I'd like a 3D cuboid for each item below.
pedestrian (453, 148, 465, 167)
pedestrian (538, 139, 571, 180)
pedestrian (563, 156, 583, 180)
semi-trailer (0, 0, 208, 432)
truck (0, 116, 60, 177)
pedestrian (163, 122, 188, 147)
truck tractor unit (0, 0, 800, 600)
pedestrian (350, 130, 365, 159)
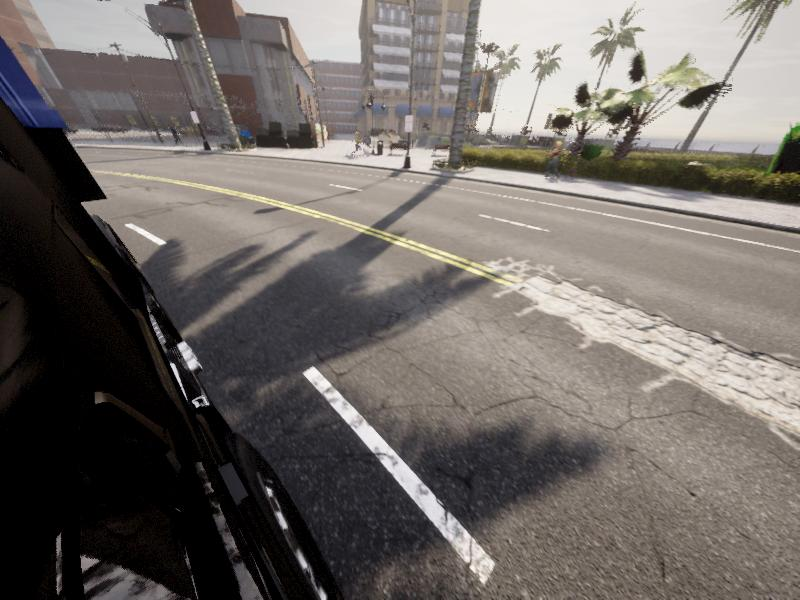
[{"bbox_3d":[4.201,-10.221,16.531,0.500,1.100,0.500,20,40,22],"label":"pedestrian"},{"bbox_3d":[8.573,-7.836,12.879,0.751,1.860,0.751,29,44,31],"label":"pedestrian"},{"bbox_3d":[9.711,-7.409,13.000,0.500,1.100,0.500,24,42,27],"label":"pedestrian"},{"bbox_3d":[-9.152,-3.217,3.776,14.254,4.402,2.717,22,40,25],"label":"semi-trailer"},{"bbox_3d":[-20.069,-6.863,10.116,6.274,2.098,2.390,5,36,4],"label":"truck"},{"bbox_3d":[-21.594,-15.929,22.273,0.751,1.860,0.751,3,36,1],"label":"pedestrian"},{"bbox_3d":[-2.645,-0.295,0.351,6.516,4.208,3.053,28,44,30],"label":"truck tractor unit"},{"bbox_3d":[-3.440,-12.635,18.765,0.751,1.860,0.751,15,38,17],"label":"pedestrian"}]
